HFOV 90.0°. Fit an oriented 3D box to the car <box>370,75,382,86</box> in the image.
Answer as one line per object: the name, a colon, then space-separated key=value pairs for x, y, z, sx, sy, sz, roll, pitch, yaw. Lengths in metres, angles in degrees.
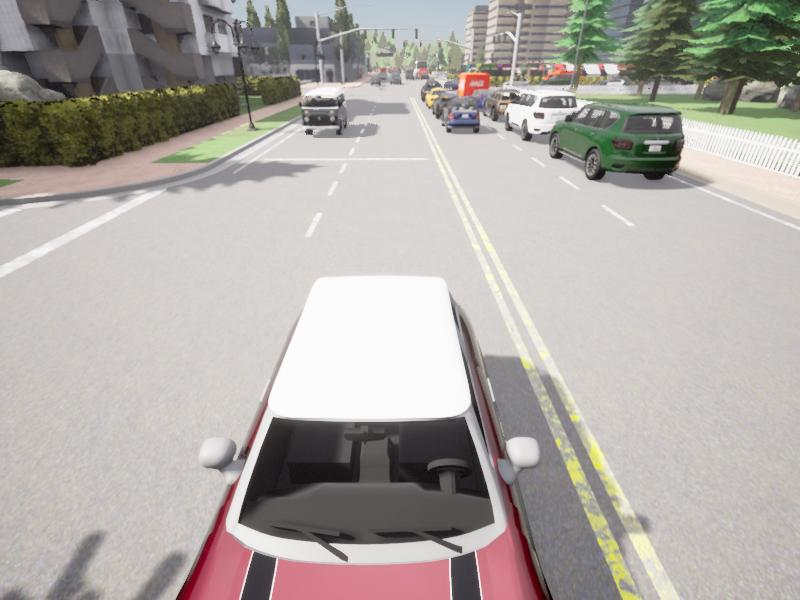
car: x=-4.199 y=-38.507 z=70.228 sx=1.789 sy=1.549 sz=3.705 roll=0 pitch=30 yaw=0

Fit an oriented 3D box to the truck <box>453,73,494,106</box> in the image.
truck: x=6.595 y=-19.396 z=36.684 sx=2.627 sy=2.467 sz=5.204 roll=0 pitch=30 yaw=0

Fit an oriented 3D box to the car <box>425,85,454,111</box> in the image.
car: x=3.129 y=-16.720 z=32.994 sx=1.801 sy=1.575 sz=5.366 roll=0 pitch=30 yaw=0

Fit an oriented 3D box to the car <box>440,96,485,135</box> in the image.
car: x=3.232 y=-9.989 z=21.521 sx=1.789 sy=1.549 sz=3.705 roll=0 pitch=30 yaw=0

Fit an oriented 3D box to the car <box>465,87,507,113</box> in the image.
car: x=6.643 y=-15.748 z=31.430 sx=2.163 sy=1.488 sz=4.792 roll=0 pitch=30 yaw=0

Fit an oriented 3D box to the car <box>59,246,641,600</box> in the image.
car: x=-0.169 y=1.057 z=2.750 sx=1.970 sy=1.475 sz=3.806 roll=0 pitch=30 yaw=0

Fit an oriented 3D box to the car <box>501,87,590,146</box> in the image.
car: x=6.748 y=-9.030 z=19.394 sx=2.150 sy=2.045 sz=5.566 roll=0 pitch=30 yaw=0

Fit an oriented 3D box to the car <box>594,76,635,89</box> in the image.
car: x=32.233 y=-32.702 z=60.221 sx=4.856 sy=1.649 sz=2.033 roll=-1 pitch=30 yaw=-2

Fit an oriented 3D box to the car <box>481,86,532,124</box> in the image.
car: x=6.694 y=-12.621 z=25.694 sx=1.932 sy=1.855 sz=4.605 roll=0 pitch=30 yaw=0

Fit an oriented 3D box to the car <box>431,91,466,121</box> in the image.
car: x=3.181 y=-13.147 z=26.994 sx=1.816 sy=1.474 sz=4.193 roll=0 pitch=30 yaw=0

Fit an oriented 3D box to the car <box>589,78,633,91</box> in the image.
car: x=30.124 y=-30.847 z=57.168 sx=4.974 sy=1.542 sz=2.038 roll=-1 pitch=30 yaw=-2

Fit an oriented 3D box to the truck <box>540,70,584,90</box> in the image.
truck: x=24.129 y=-32.918 z=59.789 sx=5.204 sy=2.467 sz=2.627 roll=-1 pitch=30 yaw=-2

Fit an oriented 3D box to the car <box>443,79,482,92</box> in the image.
car: x=8.458 y=-29.154 z=54.336 sx=4.792 sy=1.488 sz=2.163 roll=10 pitch=32 yaw=17

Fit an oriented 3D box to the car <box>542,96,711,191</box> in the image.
car: x=6.809 y=-5.341 z=13.091 sx=2.150 sy=2.045 sz=5.566 roll=0 pitch=30 yaw=-1

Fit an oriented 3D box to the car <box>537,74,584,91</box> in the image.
car: x=22.677 y=-30.946 z=56.828 sx=5.566 sy=2.045 sz=2.150 roll=-1 pitch=30 yaw=-2

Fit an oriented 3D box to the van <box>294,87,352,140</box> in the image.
van: x=-3.760 y=-9.631 z=20.429 sx=2.069 sy=2.038 sz=4.480 roll=0 pitch=30 yaw=0

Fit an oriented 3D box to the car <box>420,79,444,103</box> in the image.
car: x=3.077 y=-20.408 z=38.999 sx=1.932 sy=1.855 sz=4.605 roll=0 pitch=30 yaw=0

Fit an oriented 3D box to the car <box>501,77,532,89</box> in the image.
car: x=17.340 y=-32.474 z=59.876 sx=3.988 sy=1.617 sz=1.851 roll=0 pitch=30 yaw=0
